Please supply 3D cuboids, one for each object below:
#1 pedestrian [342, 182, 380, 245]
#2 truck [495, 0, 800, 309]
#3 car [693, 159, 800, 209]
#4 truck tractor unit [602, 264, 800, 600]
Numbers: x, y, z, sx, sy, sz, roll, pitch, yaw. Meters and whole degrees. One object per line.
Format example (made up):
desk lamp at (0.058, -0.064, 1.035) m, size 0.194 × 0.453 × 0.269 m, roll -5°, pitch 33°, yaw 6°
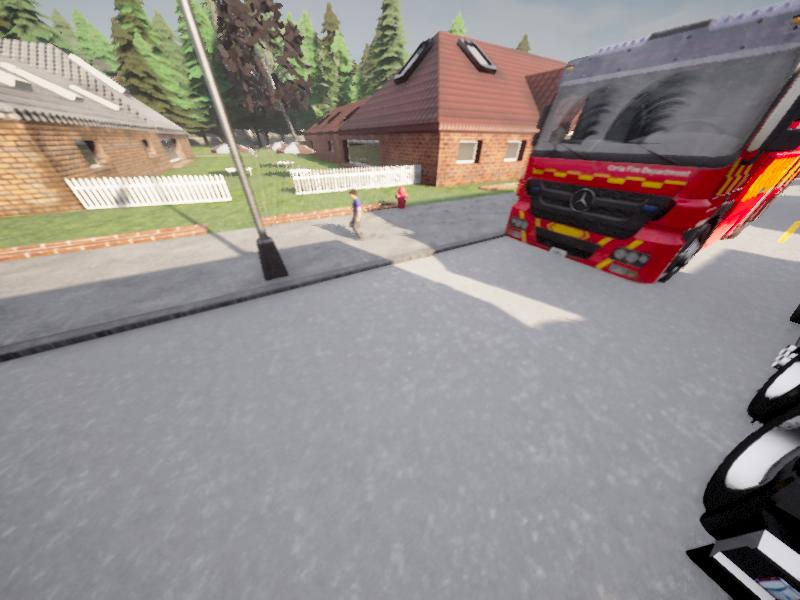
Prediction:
pedestrian at (-0.953, -2.136, 5.703) m, size 0.751 × 1.300 × 0.751 m, roll -6°, pitch 35°, yaw -9°
truck at (6.805, -3.329, 5.500) m, size 8.468 × 3.827 × 2.891 m, roll -18°, pitch 39°, yaw -24°
car at (16.675, -5.591, 10.857) m, size 4.902 × 1.511 × 2.128 m, roll -18°, pitch 39°, yaw -24°
truck tractor unit at (5.109, -0.303, 0.782) m, size 6.516 × 4.208 × 3.053 m, roll -18°, pitch 39°, yaw -24°
